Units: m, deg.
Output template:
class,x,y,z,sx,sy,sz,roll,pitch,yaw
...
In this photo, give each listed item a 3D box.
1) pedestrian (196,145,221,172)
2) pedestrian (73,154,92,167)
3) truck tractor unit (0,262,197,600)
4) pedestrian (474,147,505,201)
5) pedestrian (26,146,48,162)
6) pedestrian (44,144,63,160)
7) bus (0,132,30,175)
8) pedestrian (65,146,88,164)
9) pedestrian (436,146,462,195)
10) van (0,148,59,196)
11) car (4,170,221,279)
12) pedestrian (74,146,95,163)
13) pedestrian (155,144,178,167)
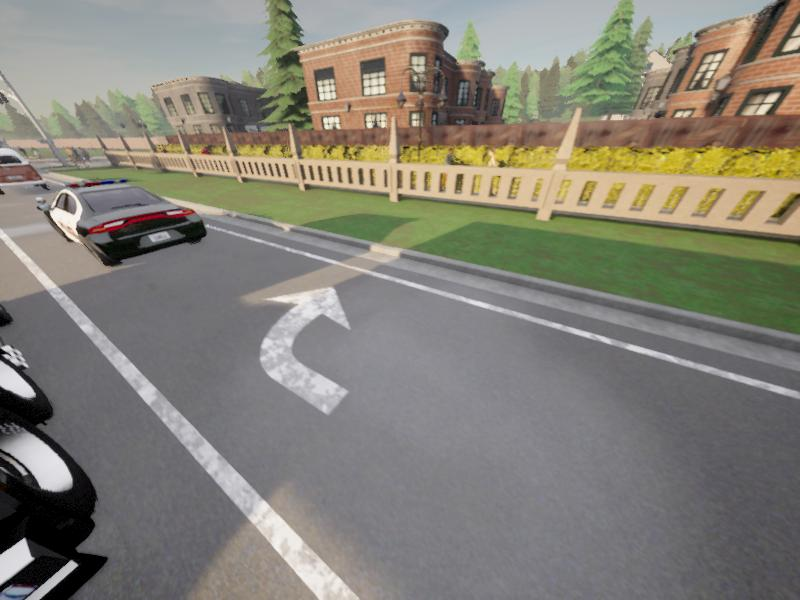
class,x,y,z,sx,sy,sz,roll,pitch,yaw
pedestrian,-15.994,-11.853,19.301,0.751,1.860,0.751,17,38,23
pedestrian,-32.261,-14.187,23.497,0.500,1.100,0.500,2,35,3
truck tractor unit,-5.112,-0.297,0.788,6.516,4.208,3.053,18,39,24
pedestrian,3.630,-5.121,9.408,0.751,1.860,0.751,13,37,19
pedestrian,-51.491,-20.789,32.801,0.751,1.860,0.751,14,37,20
pedestrian,-50.535,-21.587,33.719,0.751,1.860,0.751,22,41,29
bus,-37.078,-13.306,19.811,10.273,4.253,3.944,22,40,31
pedestrian,-40.671,-18.271,29.064,0.751,1.860,0.751,15,38,21
pedestrian,2.216,-5.965,10.637,0.751,1.860,0.751,19,39,26
van,-22.080,-7.251,12.892,4.480,2.038,2.069,18,39,25
car,-7.436,-2.266,6.020,4.974,1.542,2.038,18,39,24
pedestrian,-40.425,-18.649,29.625,0.751,1.860,0.751,19,39,26
pedestrian,-23.163,-14.335,22.949,0.751,1.860,0.751,19,39,25
